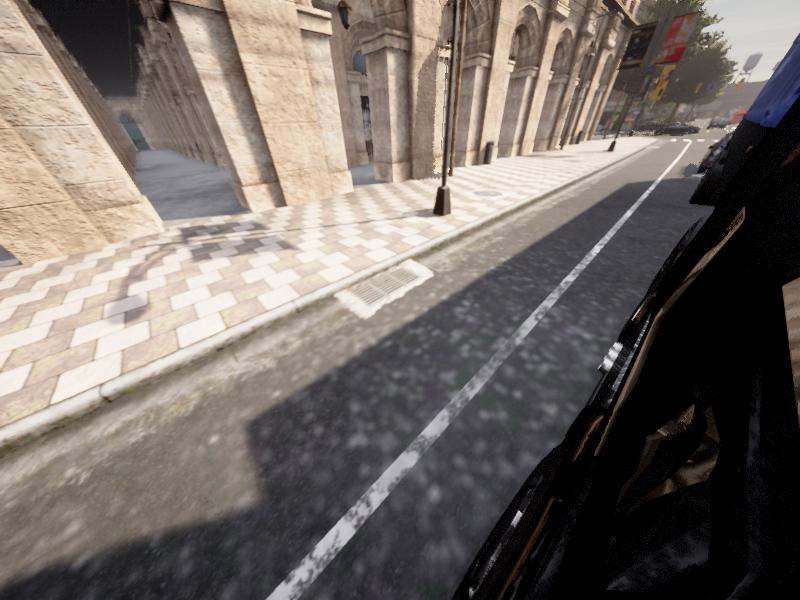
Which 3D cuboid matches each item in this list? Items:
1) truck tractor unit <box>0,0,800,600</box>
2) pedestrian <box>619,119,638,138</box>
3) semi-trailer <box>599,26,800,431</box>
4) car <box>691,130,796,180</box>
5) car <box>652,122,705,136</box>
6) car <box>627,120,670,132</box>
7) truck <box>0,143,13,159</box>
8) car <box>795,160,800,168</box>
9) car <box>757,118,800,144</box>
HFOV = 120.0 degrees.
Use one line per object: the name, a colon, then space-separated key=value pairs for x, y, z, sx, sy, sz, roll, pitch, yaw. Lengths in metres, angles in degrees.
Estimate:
truck tractor unit: x=2.645 y=-0.295 z=0.351 sx=6.516 sy=4.208 sz=3.053 roll=-28 pitch=44 yaw=-30
pedestrian: x=27.308 y=-20.531 z=27.674 sx=0.751 sy=1.860 sz=0.751 roll=-21 pitch=41 yaw=-23
semi-trailer: x=8.622 y=-3.646 z=4.315 sx=14.254 sy=4.402 sz=2.717 roll=-29 pitch=44 yaw=-31
car: x=14.794 y=-6.482 z=10.185 sx=3.633 sy=1.501 sz=1.845 roll=-30 pitch=45 yaw=-33
car: x=36.791 y=-22.589 z=30.585 sx=1.994 sy=1.385 sz=4.181 roll=-31 pitch=45 yaw=-32
car: x=44.415 y=-31.107 z=41.421 sx=2.128 sy=1.511 sz=4.902 roll=-31 pitch=45 yaw=-32
truck: x=-79.432 y=-28.970 z=44.947 sx=2.627 sy=2.467 sz=5.204 roll=-31 pitch=45 yaw=-32
car: x=18.497 y=-5.830 z=9.078 sx=4.974 sy=1.542 sz=2.038 roll=-30 pitch=45 yaw=-32
car: x=33.465 y=-14.738 z=20.091 sx=5.366 sy=1.575 sz=1.801 roll=-30 pitch=45 yaw=-32
